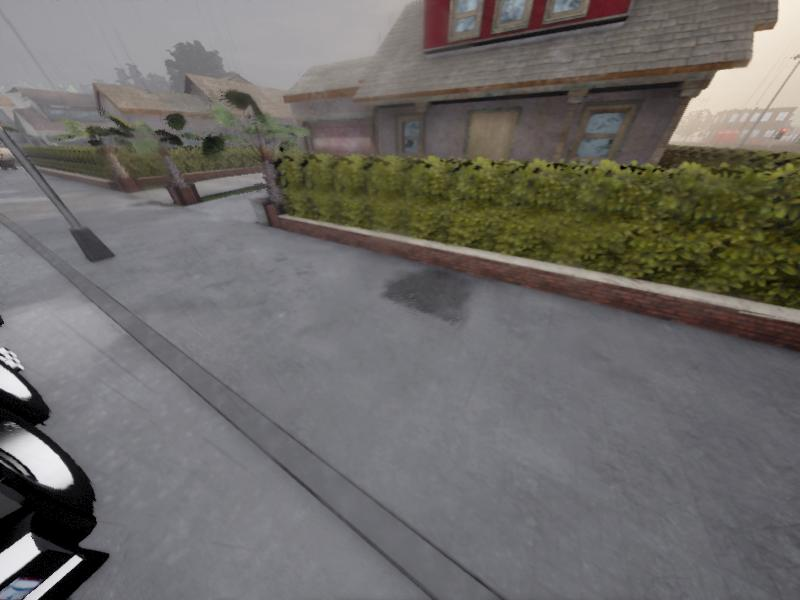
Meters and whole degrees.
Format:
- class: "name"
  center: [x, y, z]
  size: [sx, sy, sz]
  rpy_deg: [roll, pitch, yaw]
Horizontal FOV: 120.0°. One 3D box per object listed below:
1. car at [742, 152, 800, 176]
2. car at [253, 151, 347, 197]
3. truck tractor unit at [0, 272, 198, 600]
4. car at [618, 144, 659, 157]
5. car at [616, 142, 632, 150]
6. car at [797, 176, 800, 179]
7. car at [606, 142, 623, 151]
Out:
- class: "car"
  center: [29.936, -10.692, 18.070]
  size: [1.895, 1.301, 4.718]
  rpy_deg: [19, 39, 25]
- class: "car"
  center: [-4.486, -6.139, 11.044]
  size: [1.845, 1.501, 3.633]
  rpy_deg: [16, 38, 22]
- class: "truck tractor unit"
  center: [-5.123, -0.287, 0.772]
  size: [6.516, 4.208, 3.053]
  rpy_deg: [18, 38, 24]
- class: "car"
  center: [35.603, -22.350, 34.616]
  size: [3.705, 1.549, 1.789]
  rpy_deg: [3, 36, 4]
- class: "car"
  center: [62.192, -42.914, 64.259]
  size: [2.152, 1.651, 5.027]
  rpy_deg: [18, 39, 24]
- class: "car"
  center: [26.610, -7.210, 12.986]
  size: [2.033, 1.411, 5.357]
  rpy_deg: [18, 39, 24]
- class: "car"
  center: [51.897, -37.318, 56.006]
  size: [1.930, 1.638, 5.238]
  rpy_deg: [18, 39, 24]
